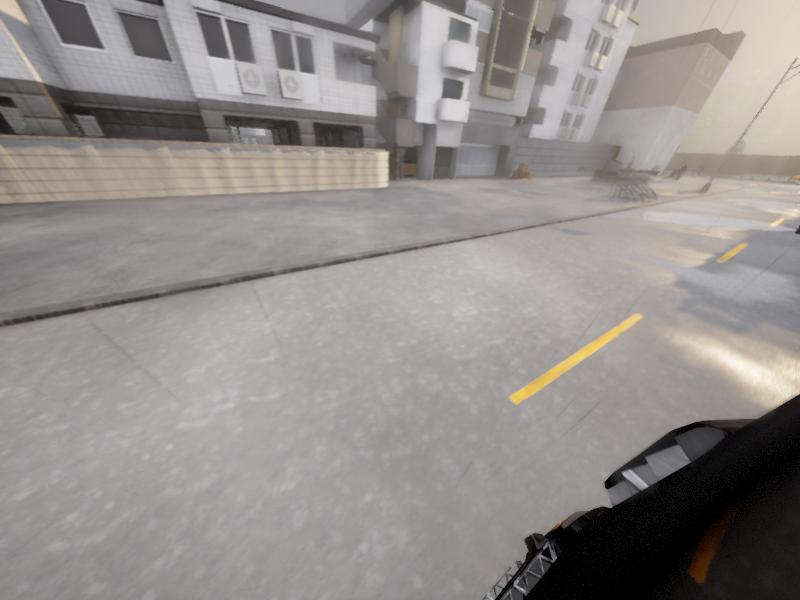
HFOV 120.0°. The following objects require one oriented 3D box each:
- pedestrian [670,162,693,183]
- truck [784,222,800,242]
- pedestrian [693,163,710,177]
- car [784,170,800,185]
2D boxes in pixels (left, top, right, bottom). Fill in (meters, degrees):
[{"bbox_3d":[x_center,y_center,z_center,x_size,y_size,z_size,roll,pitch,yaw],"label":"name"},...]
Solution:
[{"bbox_3d":[29.807,-13.513,24.443,0.751,1.860,0.751,-24,42,-34],"label":"pedestrian"},{"bbox_3d":[17.969,-4.102,7.892,8.468,3.827,2.891,-16,38,-26],"label":"truck"},{"bbox_3d":[47.635,-20.588,36.472,0.751,1.860,0.751,-16,38,-26],"label":"pedestrian"},{"bbox_3d":[53.583,-15.259,29.185,1.882,1.535,5.008,-16,38,-26],"label":"car"}]
